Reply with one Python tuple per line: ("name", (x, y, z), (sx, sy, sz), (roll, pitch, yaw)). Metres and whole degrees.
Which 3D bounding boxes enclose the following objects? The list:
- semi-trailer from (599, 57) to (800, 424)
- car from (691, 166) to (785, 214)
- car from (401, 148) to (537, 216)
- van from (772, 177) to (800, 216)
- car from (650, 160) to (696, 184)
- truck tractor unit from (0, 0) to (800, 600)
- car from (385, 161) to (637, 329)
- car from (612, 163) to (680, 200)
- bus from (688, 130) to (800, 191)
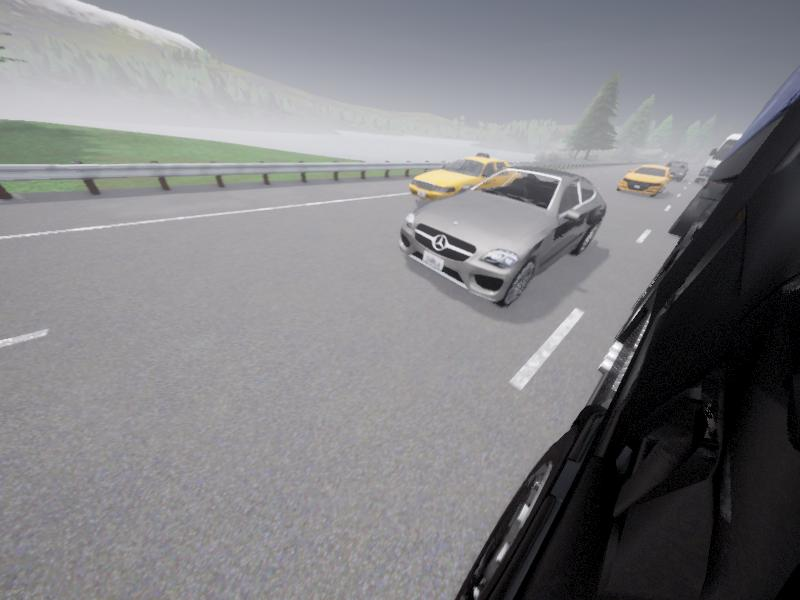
("semi-trailer", (8.820, -2.982, 4.762), (14.254, 4.402, 2.717), (-22, 44, -35))
("car", (18.808, -6.393, 13.106), (4.553, 1.767, 2.097), (-24, 46, -34))
("car", (2.720, -4.549, 8.595), (5.366, 1.575, 1.801), (-24, 46, -34))
("van", (23.680, -5.915, 12.960), (4.442, 1.987, 1.775), (-24, 46, -34))
("car", (28.448, -13.458, 24.081), (4.611, 1.667, 2.242), (-25, 46, -33))
("truck tractor unit", (2.645, -0.295, 0.352), (6.516, 4.208, 3.053), (-28, 43, -30))
("car", (2.392, -1.664, 4.609), (5.027, 1.651, 2.152), (-24, 46, -34))
("car", (15.318, -7.470, 14.305), (5.008, 1.535, 1.882), (-24, 46, -34))
("bus", (34.203, -14.185, 23.696), (10.273, 4.253, 3.944), (-24, 45, -35))
